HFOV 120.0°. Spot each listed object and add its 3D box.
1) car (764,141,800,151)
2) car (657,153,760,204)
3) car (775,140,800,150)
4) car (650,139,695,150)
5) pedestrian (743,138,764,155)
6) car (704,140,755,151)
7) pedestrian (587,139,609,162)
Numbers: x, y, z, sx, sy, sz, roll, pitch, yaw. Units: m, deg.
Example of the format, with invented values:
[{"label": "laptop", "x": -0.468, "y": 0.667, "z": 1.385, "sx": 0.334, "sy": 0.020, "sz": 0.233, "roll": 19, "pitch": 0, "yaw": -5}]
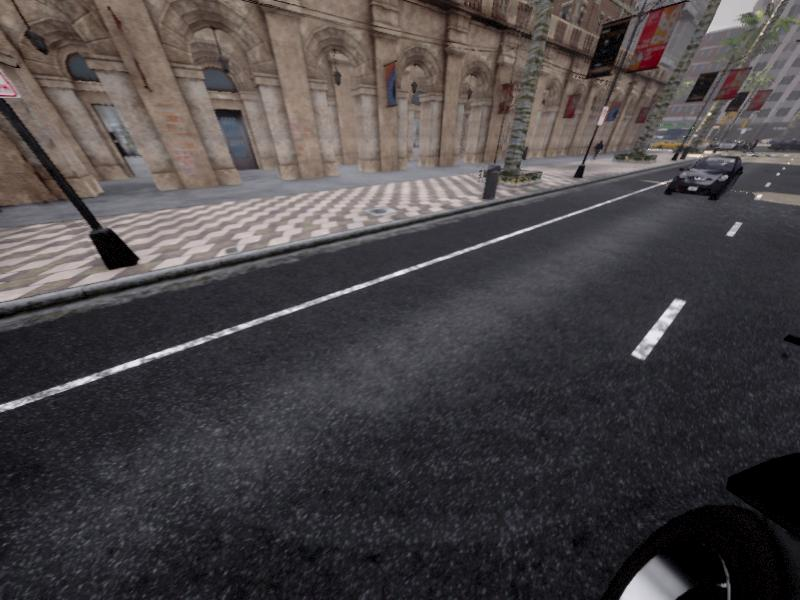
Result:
[{"label": "car", "x": 65.498, "y": -25.498, "z": 38.264, "sx": 5.357, "sy": 1.411, "sz": 2.033, "roll": 11, "pitch": 37, "yaw": 16}, {"label": "car", "x": 13.678, "y": -5.513, "z": 10.270, "sx": 3.633, "sy": 1.501, "sz": 1.845, "roll": -22, "pitch": 41, "yaw": -28}, {"label": "car", "x": 70.424, "y": -28.181, "z": 41.906, "sx": 3.633, "sy": 1.501, "sz": 1.845, "roll": -22, "pitch": 41, "yaw": -28}, {"label": "car", "x": 54.018, "y": -30.971, "z": 45.960, "sx": 1.801, "sy": 1.575, "sz": 5.366, "roll": -22, "pitch": 40, "yaw": -28}, {"label": "pedestrian", "x": 48.616, "y": -21.122, "z": 31.763, "sx": 0.751, "sy": 1.860, "sz": 0.751, "roll": -27, "pitch": 43, "yaw": -33}, {"label": "car", "x": 58.555, "y": -27.583, "z": 41.160, "sx": 2.038, "sy": 1.542, "sz": 4.974, "roll": -26, "pitch": 43, "yaw": -31}, {"label": "pedestrian", "x": 19.118, "y": -14.470, "z": 22.326, "sx": 0.751, "sy": 1.860, "sz": 0.751, "roll": -22, "pitch": 41, "yaw": -28}]
